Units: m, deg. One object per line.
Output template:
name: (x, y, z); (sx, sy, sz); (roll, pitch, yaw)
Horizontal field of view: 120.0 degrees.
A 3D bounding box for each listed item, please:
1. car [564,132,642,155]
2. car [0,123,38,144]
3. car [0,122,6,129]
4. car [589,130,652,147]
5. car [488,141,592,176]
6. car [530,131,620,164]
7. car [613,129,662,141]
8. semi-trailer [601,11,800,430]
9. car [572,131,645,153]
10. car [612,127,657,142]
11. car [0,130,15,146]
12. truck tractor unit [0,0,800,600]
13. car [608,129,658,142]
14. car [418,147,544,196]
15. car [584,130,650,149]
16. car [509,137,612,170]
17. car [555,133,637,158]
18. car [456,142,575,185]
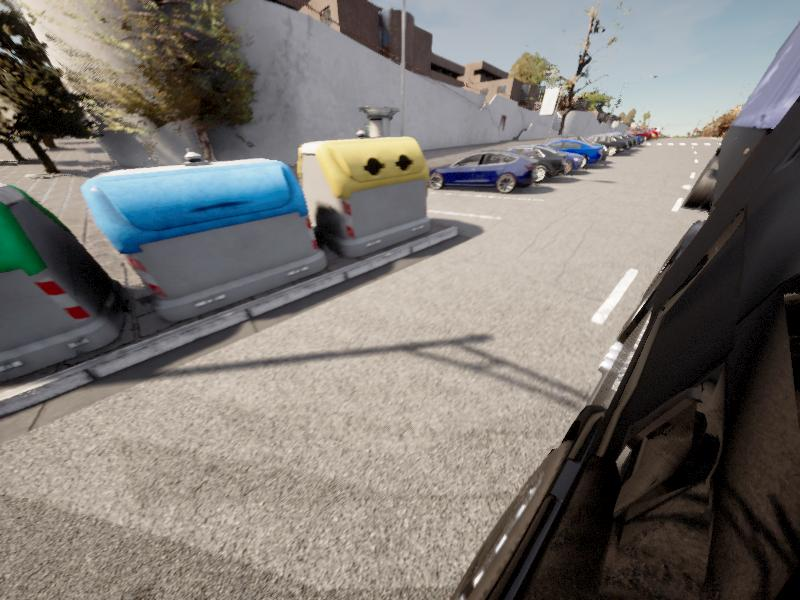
car: (18.514, -14.529, 21.485); (4.892, 1.521, 2.231); (13, 39, 22)
car: (-51.400, -21.103, 29.150); (5.566, 2.045, 2.435); (-27, 47, -34)
car: (-78.499, -32.656, 42.726); (5.366, 1.575, 1.946); (-28, 47, -34)
car: (26.717, -19.721, 28.254); (5.008, 1.535, 2.097); (12, 38, 21)
car: (7.872, -8.220, 13.431); (4.674, 1.452, 2.002); (15, 39, 24)
car: (12.149, -10.843, 16.528); (4.553, 1.767, 2.185); (14, 39, 23)
car: (41.223, -28.725, 40.301); (5.366, 1.575, 1.946); (13, 37, 20)
semi-trailer: (8.573, -3.623, 4.441); (14.254, 4.402, 2.717); (-29, 43, -32)
car: (20.590, -15.816, 23.156); (4.892, 1.521, 2.231); (13, 38, 21)
car: (38.969, -27.590, 38.562); (4.553, 1.767, 2.185); (12, 37, 20)
car: (-50.271, -19.144, 27.135); (4.792, 1.488, 2.163); (-27, 46, -34)
truck tractor unit: (2.645, -0.295, 0.351); (6.516, 4.208, 3.053); (-28, 44, -30)
car: (36.958, -26.194, 36.879); (5.008, 1.535, 2.097); (13, 38, 20)
car: (3.453, -5.790, 10.321); (4.792, 1.488, 2.163); (16, 39, 25)
car: (24.676, -18.418, 26.546); (5.008, 1.535, 2.097); (13, 38, 21)
car: (10.039, -9.485, 14.983); (5.008, 1.535, 2.097); (15, 39, 24)
car: (16.423, -13.251, 19.832); (4.892, 1.521, 2.231); (14, 39, 22)
car: (5.689, -7.020, 11.835); (4.892, 1.521, 2.231); (15, 39, 24)
